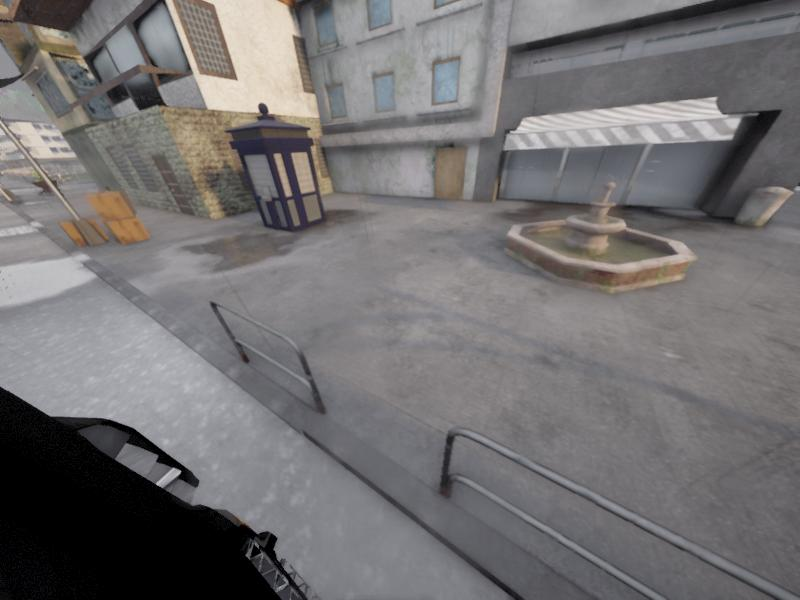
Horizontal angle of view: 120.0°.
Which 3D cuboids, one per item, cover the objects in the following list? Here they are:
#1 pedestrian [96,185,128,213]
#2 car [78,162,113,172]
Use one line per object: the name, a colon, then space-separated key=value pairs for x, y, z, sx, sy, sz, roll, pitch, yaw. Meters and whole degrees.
pedestrian: x=-13.767 y=-4.850 z=11.077 sx=0.500 sy=1.100 sz=0.500 roll=-30 pitch=42 yaw=-35
car: x=-87.285 y=-38.245 z=66.359 sx=2.150 sy=2.045 sz=5.566 roll=17 pitch=38 yaw=27
